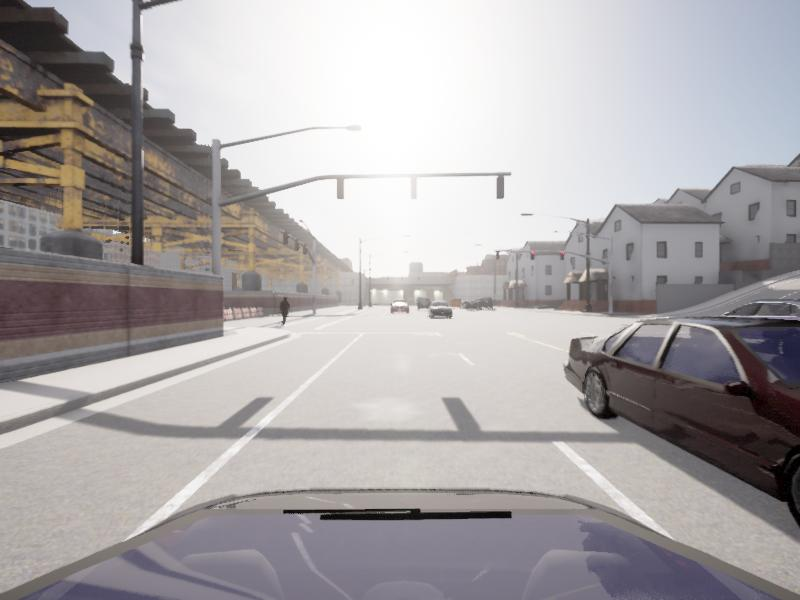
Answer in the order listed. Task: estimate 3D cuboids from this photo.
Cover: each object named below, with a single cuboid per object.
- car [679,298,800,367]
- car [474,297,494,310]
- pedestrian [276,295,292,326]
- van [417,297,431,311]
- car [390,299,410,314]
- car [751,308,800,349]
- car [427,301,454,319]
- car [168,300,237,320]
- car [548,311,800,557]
[{"bbox_3d":[10.500,0.772,11.175,2.033,1.649,4.856,0,0,0],"label":"car"},{"bbox_3d":[13.987,0.539,66.696,2.150,2.045,5.566,0,0,0],"label":"car"},{"bbox_3d":[-6.968,0.626,24.104,0.751,1.860,0.751,0,0,0],"label":"pedestrian"},{"bbox_3d":[3.502,0.570,58.511,1.775,1.987,4.442,0,0,0],"label":"van"},{"bbox_3d":[0.000,0.735,47.269,2.242,1.667,4.611,0,0,0],"label":"car"},{"bbox_3d":[13.897,0.938,12.455,1.895,1.301,4.718,0,0,1],"label":"car"},{"bbox_3d":[3.499,0.830,35.113,1.837,1.490,4.892,0,0,0],"label":"car"},{"bbox_3d":[-16.734,0.781,34.202,2.038,1.542,4.974,0,0,29],"label":"car"},{"bbox_3d":[3.507,0.893,4.055,2.033,1.411,5.357,0,0,0],"label":"car"}]
